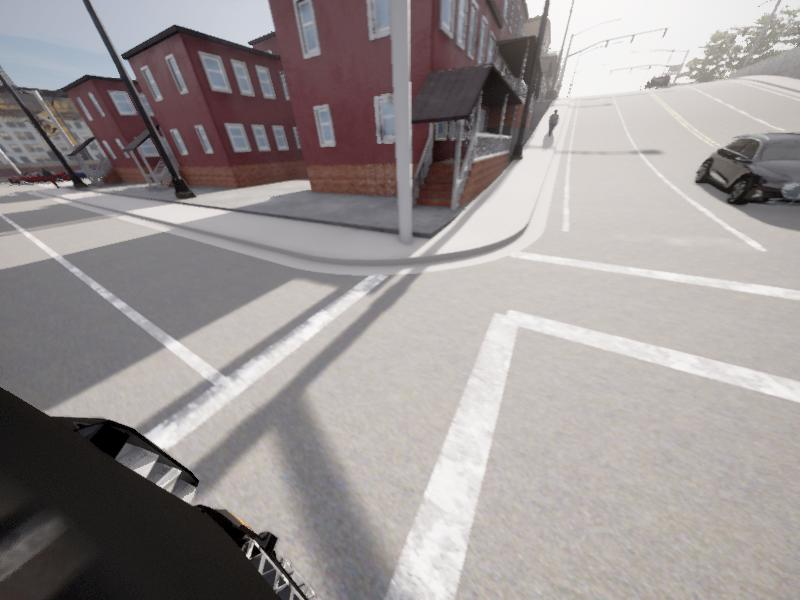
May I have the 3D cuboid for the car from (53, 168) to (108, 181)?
[{"bbox_3d":[-49.806,-19.677,36.106,1.812,1.442,4.674,16,38,26],"label":"car"}]

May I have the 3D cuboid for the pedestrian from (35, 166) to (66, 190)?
[{"bbox_3d":[-32.873,-11.470,21.740,0.751,1.860,0.751,20,39,30],"label":"pedestrian"}]

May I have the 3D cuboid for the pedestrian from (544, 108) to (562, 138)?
[{"bbox_3d":[12.207,-14.069,18.459,0.751,1.860,0.751,15,37,25],"label":"pedestrian"}]

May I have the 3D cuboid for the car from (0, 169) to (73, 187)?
[{"bbox_3d":[-48.794,-16.536,31.183,1.882,1.535,5.008,13,36,23],"label":"car"}]

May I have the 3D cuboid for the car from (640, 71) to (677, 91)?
[{"bbox_3d":[35.120,-29.793,31.520,2.128,1.511,4.902,15,42,26],"label":"car"}]

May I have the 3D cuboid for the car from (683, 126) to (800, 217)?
[{"bbox_3d":[11.772,-4.278,7.363,2.033,1.649,4.856,16,42,26],"label":"car"}]
